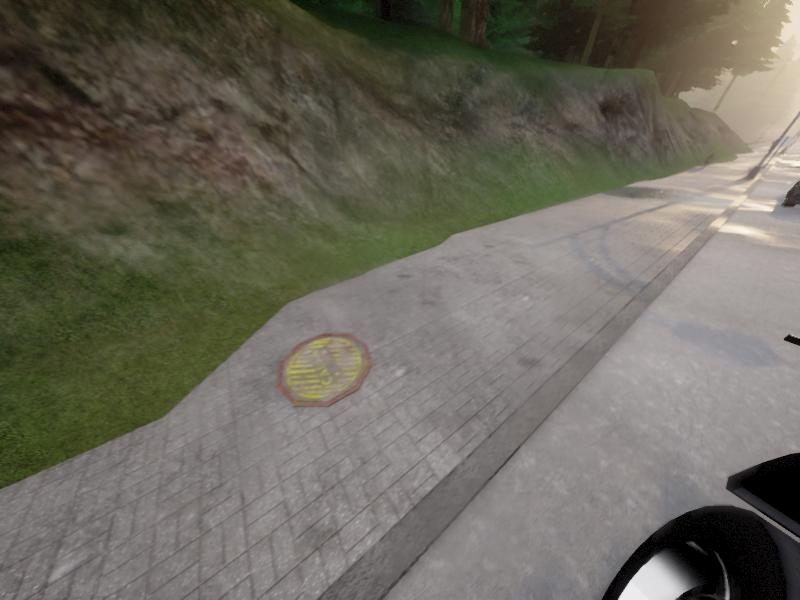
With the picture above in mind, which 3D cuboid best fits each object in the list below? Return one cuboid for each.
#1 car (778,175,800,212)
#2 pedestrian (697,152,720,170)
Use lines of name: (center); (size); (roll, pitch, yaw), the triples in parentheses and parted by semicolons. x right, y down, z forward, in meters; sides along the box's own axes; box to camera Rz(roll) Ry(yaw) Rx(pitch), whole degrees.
car: (16.563, -4.282, 8.430); (4.611, 1.667, 2.242); (-22, 41, -28)
pedestrian: (23.277, -10.479, 17.449); (0.500, 1.100, 0.500); (-20, 40, -26)
